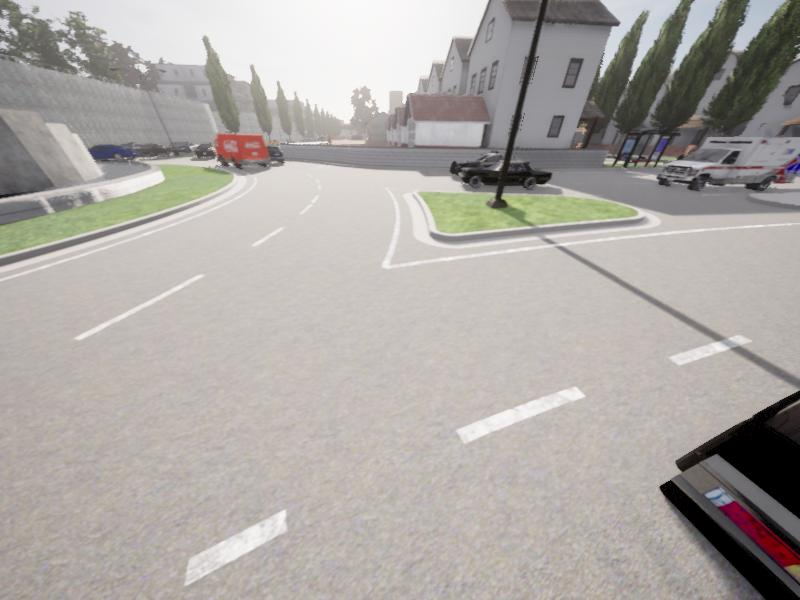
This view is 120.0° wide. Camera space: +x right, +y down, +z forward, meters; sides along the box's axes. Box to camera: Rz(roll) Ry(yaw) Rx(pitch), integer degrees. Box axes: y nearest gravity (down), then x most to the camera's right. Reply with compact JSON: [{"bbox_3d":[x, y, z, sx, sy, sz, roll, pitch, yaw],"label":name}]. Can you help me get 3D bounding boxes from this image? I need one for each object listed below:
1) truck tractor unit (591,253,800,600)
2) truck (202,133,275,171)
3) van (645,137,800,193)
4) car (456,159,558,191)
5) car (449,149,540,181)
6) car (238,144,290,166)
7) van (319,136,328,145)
[{"bbox_3d":[5.286,-0.069,0.451,6.516,4.208,3.053,-10,36,-14],"label":"truck tractor unit"},{"bbox_3d":[-14.100,-13.062,20.269,5.204,2.467,2.627,22,40,27],"label":"truck"},{"bbox_3d":[18.349,-7.524,12.799,6.366,2.431,2.351,-3,35,-5],"label":"van"},{"bbox_3d":[5.785,-7.152,13.103,4.718,1.301,1.895,3,35,4],"label":"car"},{"bbox_3d":[6.186,-9.273,15.830,5.238,1.638,1.930,3,35,4],"label":"car"},{"bbox_3d":[-13.965,-14.989,23.750,4.856,1.649,2.033,21,40,26],"label":"car"},{"bbox_3d":[-28.051,-58.718,84.844,1.988,2.561,5.915,-3,35,-5],"label":"van"}]
